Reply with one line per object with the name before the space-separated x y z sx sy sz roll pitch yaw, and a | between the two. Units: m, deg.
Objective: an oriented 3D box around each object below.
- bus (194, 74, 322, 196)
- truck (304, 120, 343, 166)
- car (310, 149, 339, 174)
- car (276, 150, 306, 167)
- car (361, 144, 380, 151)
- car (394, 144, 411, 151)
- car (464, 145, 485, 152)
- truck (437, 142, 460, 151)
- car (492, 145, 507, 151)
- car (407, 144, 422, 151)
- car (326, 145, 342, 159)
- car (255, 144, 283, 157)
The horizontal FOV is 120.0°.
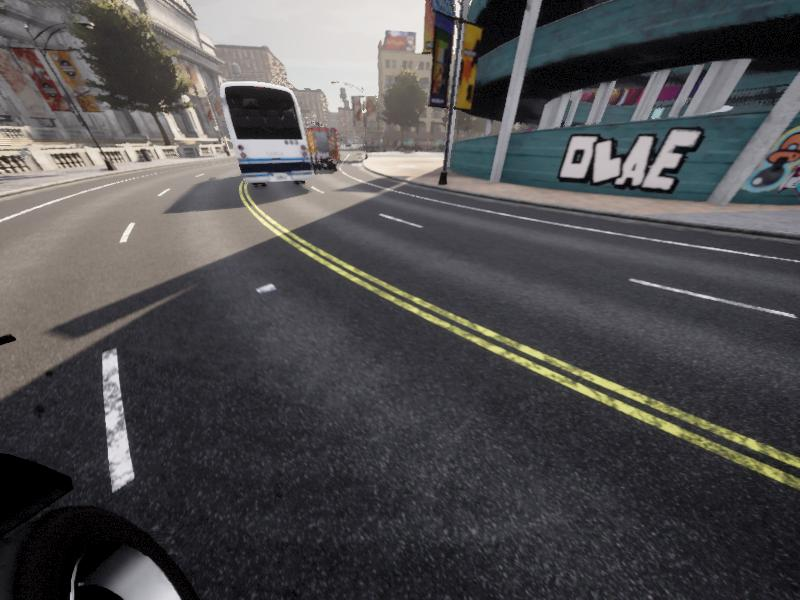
bus | -8.327 -9.838 14.401 3.944 4.253 10.273 -16 38 -22
truck | -8.591 -18.251 26.986 2.891 3.827 8.468 -5 35 -8
car | -6.844 -12.481 20.668 2.038 1.542 4.974 -10 36 -15
car | -11.527 -15.265 24.822 1.895 1.301 4.718 -6 35 -9
car | -8.182 -42.319 63.973 4.902 1.511 2.128 -7 35 -11
car | 0.733 -45.124 68.240 4.892 1.490 1.837 -4 35 -7
car | 21.958 -44.606 67.998 5.357 1.411 2.033 -4 35 -7
truck | 14.628 -46.348 69.757 6.274 2.098 2.390 -4 35 -7
car | 30.908 -47.318 71.995 3.633 1.501 1.845 -4 35 -7
car | 4.006 -43.390 65.686 3.988 1.617 1.851 -4 35 -7
car | -9.948 -22.539 35.162 1.801 1.575 5.366 -4 35 -7
car | -20.869 -24.004 36.990 2.242 1.667 4.611 -4 35 -7
